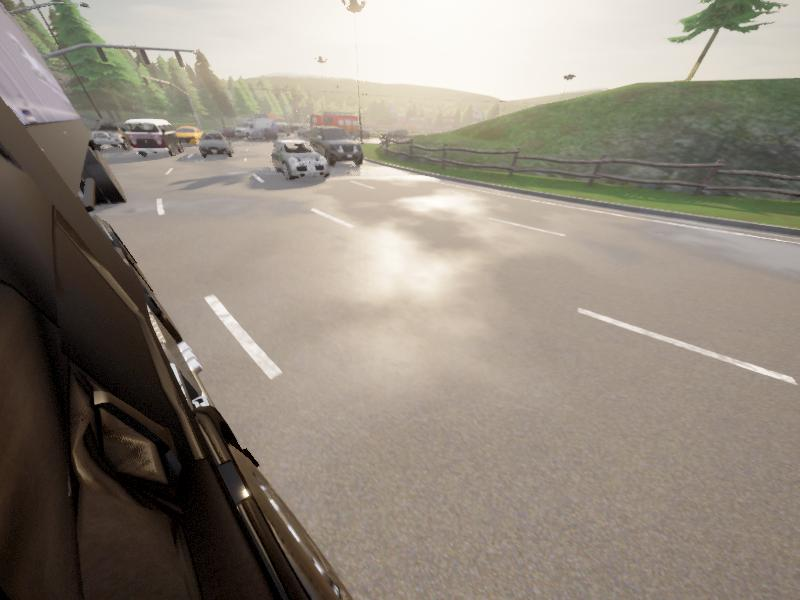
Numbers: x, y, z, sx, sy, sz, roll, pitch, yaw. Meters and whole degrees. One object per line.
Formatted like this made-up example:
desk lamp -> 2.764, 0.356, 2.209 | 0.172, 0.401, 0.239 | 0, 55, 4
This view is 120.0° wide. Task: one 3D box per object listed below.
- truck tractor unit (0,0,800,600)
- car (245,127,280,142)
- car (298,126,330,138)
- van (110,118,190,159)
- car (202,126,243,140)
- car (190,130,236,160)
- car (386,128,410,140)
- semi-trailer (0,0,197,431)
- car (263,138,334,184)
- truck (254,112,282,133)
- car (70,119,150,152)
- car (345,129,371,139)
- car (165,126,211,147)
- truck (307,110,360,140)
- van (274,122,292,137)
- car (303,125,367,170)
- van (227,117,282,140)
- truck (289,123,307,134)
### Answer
truck tractor unit -> -2.645, -0.295, 0.351 | 6.516, 4.208, 3.053 | 28, 44, 30
car -> -18.096, -21.963, 30.639 | 1.845, 1.501, 3.633 | 8, 37, 9
car -> -16.101, -31.557, 43.446 | 5.027, 1.651, 2.152 | -16, 41, -23
van -> -16.628, -11.050, 15.758 | 2.069, 2.038, 4.480 | -15, 40, -22
car -> -24.972, -23.685, 32.701 | 1.994, 1.385, 4.181 | 10, 38, 10
car -> -13.195, -11.173, 16.571 | 1.816, 1.474, 4.193 | -16, 40, -22
car -> -0.542, -33.657, 46.855 | 4.605, 1.855, 1.932 | -3, 37, -7
semi-trailer -> -8.439, -3.756, 4.486 | 14.254, 4.402, 2.717 | 31, 46, 33
car -> -5.078, -7.021, 11.471 | 1.970, 1.475, 3.806 | -22, 43, -29
truck -> -32.430, -43.863, 57.134 | 2.891, 3.827, 8.468 | -3, 37, -7
car -> -21.898, -12.677, 17.782 | 1.932, 1.855, 4.605 | -14, 39, -21
car -> -8.341, -33.017, 45.921 | 4.792, 1.488, 2.163 | -4, 37, -8
car -> -20.927, -16.385, 23.051 | 1.882, 1.535, 5.008 | -13, 39, -19
truck -> -11.835, -31.219, 41.387 | 8.468, 3.827, 2.891 | -9, 38, -14
van -> -22.357, -32.757, 44.369 | 2.069, 2.038, 4.480 | -6, 37, -11
car -> -4.428, -10.315, 15.417 | 2.150, 2.045, 5.566 | -19, 42, -26
van -> -20.856, -24.915, 33.675 | 2.351, 2.431, 6.366 | 15, 39, 17
truck -> -25.413, -43.020, 57.823 | 2.390, 2.098, 6.274 | -3, 37, -7
